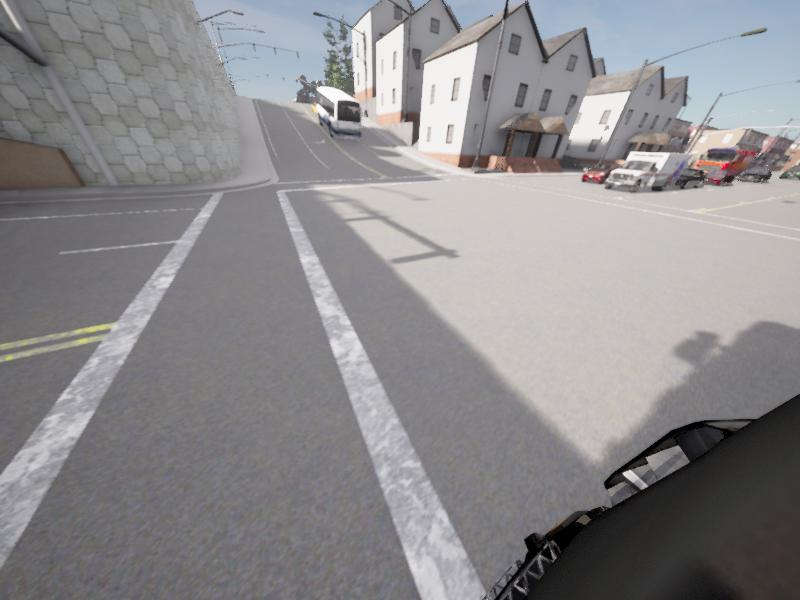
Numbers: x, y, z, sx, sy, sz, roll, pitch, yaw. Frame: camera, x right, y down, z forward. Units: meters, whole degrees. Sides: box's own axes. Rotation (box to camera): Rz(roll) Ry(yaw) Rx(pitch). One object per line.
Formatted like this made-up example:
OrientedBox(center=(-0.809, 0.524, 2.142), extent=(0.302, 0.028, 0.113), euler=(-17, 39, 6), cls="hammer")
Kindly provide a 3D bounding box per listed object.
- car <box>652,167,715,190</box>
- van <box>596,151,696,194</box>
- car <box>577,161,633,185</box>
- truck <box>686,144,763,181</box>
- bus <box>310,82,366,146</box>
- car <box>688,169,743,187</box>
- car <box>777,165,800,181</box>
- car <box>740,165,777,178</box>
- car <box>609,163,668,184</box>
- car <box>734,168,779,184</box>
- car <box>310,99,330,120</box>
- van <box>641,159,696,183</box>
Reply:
OrientedBox(center=(25.251, -10.869, 20.570), extent=(4.892, 1.490, 1.837), euler=(-14, 37, -23), cls="car")
OrientedBox(center=(18.378, -9.580, 17.304), extent=(6.366, 2.431, 2.351), euler=(-14, 37, -23), cls="van")
OrientedBox(center=(18.444, -11.445, 20.810), extent=(3.988, 1.617, 1.851), euler=(-14, 37, -23), cls="car")
OrientedBox(center=(43.826, -18.537, 31.259), extent=(8.468, 3.827, 2.891), euler=(-14, 37, -23), cls="truck")
OrientedBox(center=(-8.136, -24.006, 29.673), extent=(3.944, 4.253, 10.273), euler=(-14, 51, -23), cls="bus")
OrientedBox(center=(32.294, -12.520, 23.661), extent=(4.181, 1.385, 1.994), euler=(-13, 37, -21), cls="car")
OrientedBox(center=(65.153, -20.813, 37.846), extent=(5.566, 2.045, 2.150), euler=(-13, 37, -23), cls="car")
OrientedBox(center=(61.161, -21.925, 39.414), extent=(4.553, 1.767, 2.097), euler=(-14, 37, -23), cls="car")
OrientedBox(center=(23.988, -12.750, 23.249), extent=(4.902, 1.511, 2.128), euler=(-14, 37, -23), cls="car")
OrientedBox(center=(45.204, -15.728, 29.283), extent=(4.892, 1.490, 1.837), euler=(-14, 37, -23), cls="car")
OrientedBox(center=(-12.777, -30.482, 36.877), extent=(1.801, 1.575, 5.366), euler=(-13, 50, -24), cls="car")
OrientedBox(center=(29.749, -14.378, 25.613), extent=(4.480, 2.038, 2.069), euler=(-14, 38, -22), cls="van")
